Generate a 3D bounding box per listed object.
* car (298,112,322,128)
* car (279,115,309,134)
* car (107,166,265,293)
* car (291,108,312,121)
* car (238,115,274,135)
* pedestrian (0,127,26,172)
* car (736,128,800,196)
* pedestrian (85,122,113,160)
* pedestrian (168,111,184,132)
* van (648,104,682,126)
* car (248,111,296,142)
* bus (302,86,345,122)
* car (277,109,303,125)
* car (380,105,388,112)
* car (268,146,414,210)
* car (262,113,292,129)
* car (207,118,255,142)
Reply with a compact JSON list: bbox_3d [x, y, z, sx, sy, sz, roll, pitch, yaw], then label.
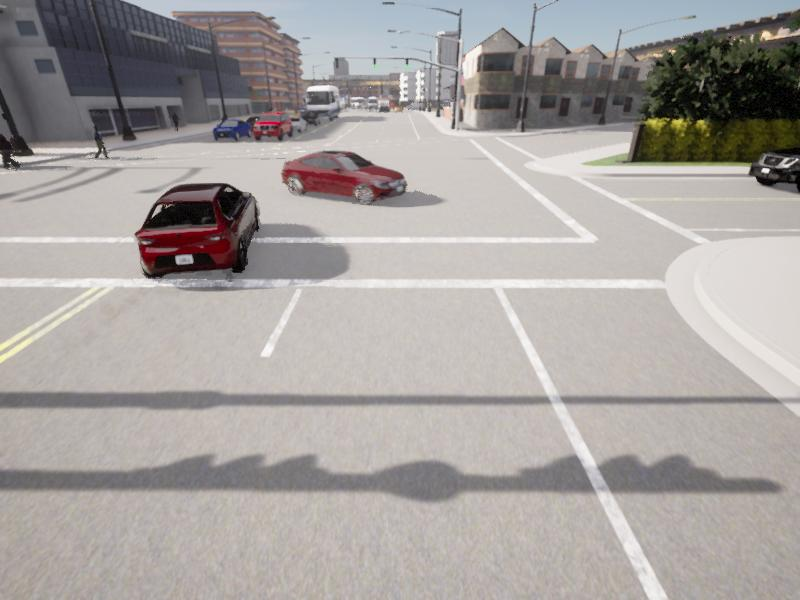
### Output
[{"bbox_3d":[-10.629,-21.476,47.551,1.816,1.474,4.193,0,28,0],"label":"car"},{"bbox_3d":[-10.610,-17.695,40.308,1.812,1.442,4.674,0,27,0],"label":"car"},{"bbox_3d":[-4.157,-1.788,8.628,1.816,1.474,4.193,-5,27,-11],"label":"car"},{"bbox_3d":[-14.174,-26.834,57.672,1.812,1.442,4.674,0,28,0],"label":"car"},{"bbox_3d":[-14.110,-17.327,39.543,1.837,1.490,4.892,0,27,0],"label":"car"},{"bbox_3d":[-18.297,-6.958,18.449,0.751,1.860,0.751,7,27,13],"label":"pedestrian"},{"bbox_3d":[16.038,-5.006,14.363,5.566,2.045,2.150,0,26,0],"label":"car"},{"bbox_3d":[-16.526,-8.715,21.976,0.751,1.860,0.751,-17,31,-31],"label":"pedestrian"},{"bbox_3d":[-21.445,-17.104,38.330,0.751,1.860,0.751,-2,27,-3],"label":"pedestrian"},{"bbox_3d":[36.457,-25.511,55.011,1.988,2.561,5.915,24,35,39],"label":"van"},{"bbox_3d":[-10.592,-14.666,33.656,2.150,2.045,5.566,0,27,0],"label":"car"},{"bbox_3d":[-10.537,-27.778,56.462,3.944,4.253,10.273,0,28,0],"label":"bus"},{"bbox_3d":[-14.142,-23.682,51.662,1.882,1.535,5.008,0,28,0],"label":"car"},{"bbox_3d":[-3.759,-45.125,94.329,1.882,1.535,5.008,0,25,0],"label":"car"},{"bbox_3d":[-2.013,-4.266,13.586,4.674,1.442,1.812,15,30,27],"label":"car"},{"bbox_3d":[-14.112,-20.645,46.078,1.994,1.385,4.181,1,27,1],"label":"car"},{"bbox_3d":[-14.099,-14.422,33.745,1.882,1.535,5.008,0,27,0],"label":"car"}]
